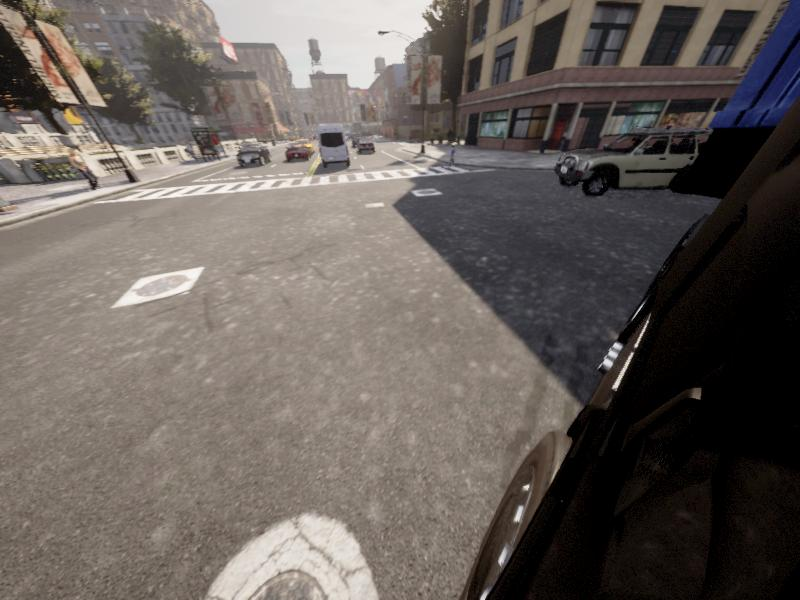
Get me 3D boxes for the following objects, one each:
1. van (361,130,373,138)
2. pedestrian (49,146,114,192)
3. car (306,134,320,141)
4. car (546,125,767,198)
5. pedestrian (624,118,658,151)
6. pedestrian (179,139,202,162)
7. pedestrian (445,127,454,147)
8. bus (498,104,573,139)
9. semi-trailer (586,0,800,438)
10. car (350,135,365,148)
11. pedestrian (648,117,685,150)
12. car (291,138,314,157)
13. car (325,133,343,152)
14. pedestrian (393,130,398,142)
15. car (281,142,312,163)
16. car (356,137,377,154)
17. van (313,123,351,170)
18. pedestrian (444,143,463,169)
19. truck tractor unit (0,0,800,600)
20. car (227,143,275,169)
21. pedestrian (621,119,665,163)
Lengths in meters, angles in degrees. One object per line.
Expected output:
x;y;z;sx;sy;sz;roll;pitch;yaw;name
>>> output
-10.736;-54.336;75.498;1.775;1.987;4.442;9;39;16;van
-15.508;-6.391;11.336;0.751;1.860;0.751;-4;37;-2;pedestrian
-26.548;-49.458;70.385;2.002;1.452;4.674;2;37;7;car
8.206;-4.812;8.027;4.605;1.855;1.932;1;38;4;car
17.539;-12.036;16.844;0.751;1.860;0.751;-10;37;-10;pedestrian
-21.008;-14.996;23.213;0.751;1.860;0.751;-7;37;-5;pedestrian
5.732;-18.948;26.845;0.751;1.860;0.751;-8;37;-7;pedestrian
23.305;-31.045;40.259;10.273;4.253;3.944;-10;37;-9;bus
9.663;-2.667;2.926;14.254;4.402;2.717;-15;38;-16;semi-trailer
-6.661;-24.753;36.015;1.816;1.474;4.193;-10;37;-9;car
19.027;-11.895;16.561;0.751;1.860;0.751;-10;37;-9;pedestrian
-11.537;-18.316;27.638;1.882;1.535;5.008;-10;37;-10;car
-8.836;-21.172;31.004;1.905;1.878;3.866;-10;37;-9;car
-0.912;-31.449;44.267;0.751;1.860;0.751;8;38;14;pedestrian
-9.908;-14.370;22.389;1.994;1.385;4.181;-10;37;-10;car
-4.100;-18.457;27.484;2.033;1.411;5.357;-8;37;-6;car
-5.230;-12.145;18.136;1.988;2.561;5.915;-10;37;-9;van
3.277;-8.876;14.219;0.751;1.300;0.751;-12;38;-12;pedestrian
2.645;-0.295;0.351;6.516;4.208;3.053;-28;44;-30;truck tractor unit
-12.921;-12.868;20.443;2.128;1.511;4.902;-10;37;-9;car
12.992;-8.521;12.415;0.751;1.860;0.751;-23;41;-25;pedestrian
